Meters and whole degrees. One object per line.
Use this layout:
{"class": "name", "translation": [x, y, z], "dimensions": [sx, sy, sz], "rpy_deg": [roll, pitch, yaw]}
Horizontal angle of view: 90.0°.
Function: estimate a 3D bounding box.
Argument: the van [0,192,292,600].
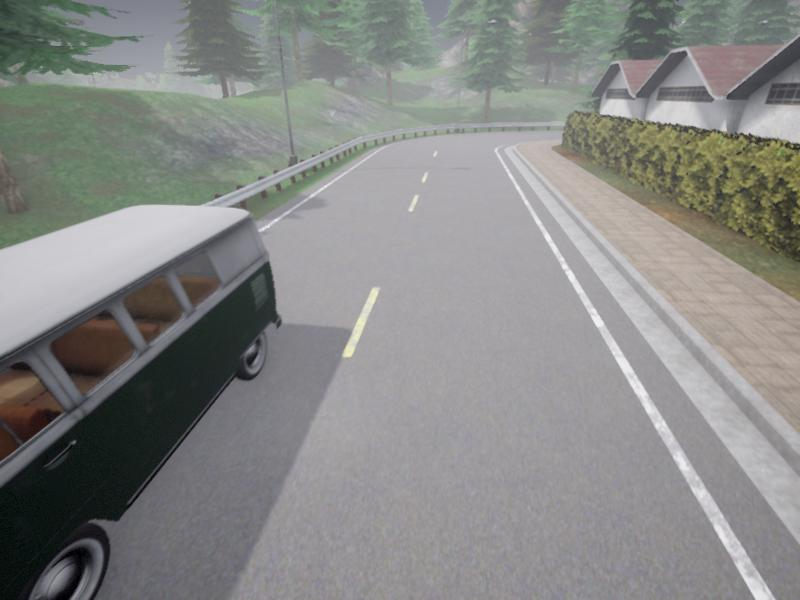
{"class": "van", "translation": [-2.685, 0.621, 3.265], "dimensions": [1.775, 1.987, 4.442], "rpy_deg": [3, 27, 7]}
